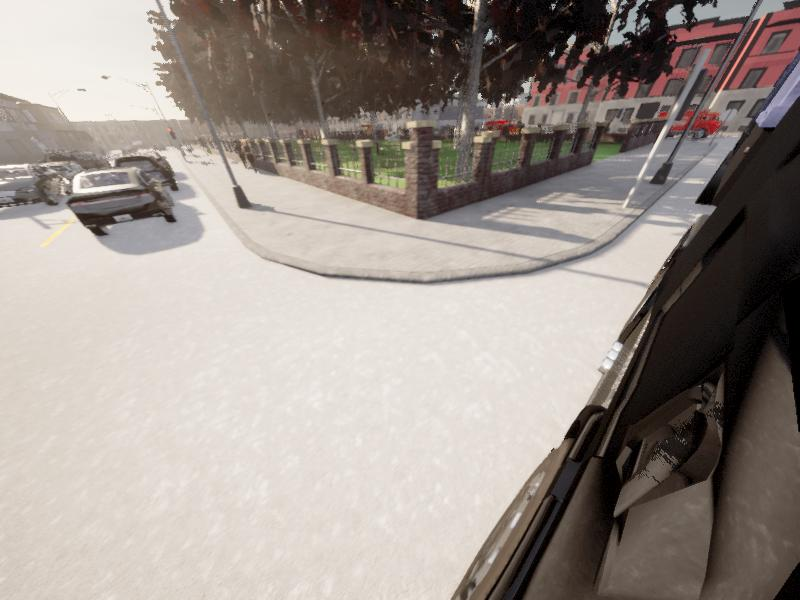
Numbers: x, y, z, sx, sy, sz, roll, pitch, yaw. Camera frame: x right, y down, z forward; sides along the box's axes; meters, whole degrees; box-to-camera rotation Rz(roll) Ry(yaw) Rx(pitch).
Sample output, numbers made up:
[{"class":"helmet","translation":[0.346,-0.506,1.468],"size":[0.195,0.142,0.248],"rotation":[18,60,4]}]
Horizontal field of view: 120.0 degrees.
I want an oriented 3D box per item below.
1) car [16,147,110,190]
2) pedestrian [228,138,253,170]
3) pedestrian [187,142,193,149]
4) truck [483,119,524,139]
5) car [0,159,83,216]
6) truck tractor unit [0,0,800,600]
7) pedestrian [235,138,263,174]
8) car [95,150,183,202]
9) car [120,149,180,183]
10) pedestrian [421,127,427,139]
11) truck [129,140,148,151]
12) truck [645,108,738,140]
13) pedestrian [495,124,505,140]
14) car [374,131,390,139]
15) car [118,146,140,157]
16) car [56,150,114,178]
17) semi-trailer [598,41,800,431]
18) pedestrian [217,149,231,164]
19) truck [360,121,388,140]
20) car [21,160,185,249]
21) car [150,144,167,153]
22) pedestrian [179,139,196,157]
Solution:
[{"class":"car","translation":[-21.358,-8.667,14.979],"size":[1.932,1.855,4.605],"rotation":[-26,43,-28]},{"class":"pedestrian","translation":[-11.284,-10.322,16.370],"size":[0.751,1.860,0.751],"rotation":[-28,44,-30]},{"class":"pedestrian","translation":[-45.648,-33.527,50.140],"size":[0.500,1.100,0.500],"rotation":[-28,44,-30]},{"class":"truck","translation":[17.051,-28.278,38.316],"size":[2.627,2.467,5.204],"rotation":[-28,44,-30]},{"class":"car","translation":[-16.799,-5.120,10.265],"size":[2.128,1.511,4.902],"rotation":[-28,44,-30]},{"class":"truck tractor unit","translation":[2.645,-0.295,0.351],"size":[6.516,4.208,3.053],"rotation":[-28,44,-30]},{"class":"pedestrian","translation":[-9.521,-9.107,14.636],"size":[0.751,1.860,0.751],"rotation":[-28,43,-29]},{"class":"car","translation":[-13.034,-6.488,11.762],"size":[2.033,1.649,4.856],"rotation":[-29,44,-31]},{"class":"car","translation":[-17.393,-9.481,16.130],"size":[2.128,1.511,4.902],"rotation":[-30,45,-32]},{"class":"pedestrian","translation":[4.567,-32.209,44.638],"size":[0.751,1.860,0.751],"rotation":[-28,44,-30]},{"class":"truck","translation":[-67.895,-40.133,60.088],"size":[2.390,2.098,6.274],"rotation":[-28,44,-30]},{"class":"truck","translation":[30.683,-18.650,24.610],"size":[2.627,2.467,5.204],"rotation":[-22,41,-25]},{"class":"pedestrian","translation":[14.891,-25.140,34.552],"size":[0.751,1.860,0.751],"rotation":[-28,44,-30]},{"class":"car","translation":[-5.056,-46.625,65.233],"size":[2.033,1.649,4.856],"rotation":[-28,44,-30]},{"class":"car","translation":[-48.412,-26.558,41.291],"size":[1.812,1.442,4.674],"rotation":[-28,44,-30]},{"class":"car","translation":[-26.121,-11.509,19.389],"size":[1.837,1.490,4.892],"rotation":[-28,44,-30]},{"class":"semi-trailer","translation":[8.687,-3.610,4.243],"size":[14.254,4.402,2.717],"rotation":[-28,44,-30]},{"class":"pedestrian","translation":[-15.871,-12.980,20.840],"size":[0.500,1.100,0.500],"rotation":[-31,45,-33]},{"class":"truck","translation":[-7.015,-45.072,61.478],"size":[2.891,3.827,8.468],"rotation":[-28,44,-30]},{"class":"car","translation":[-8.856,-3.403,7.479],"size":[2.128,1.511,4.902],"rotation":[-28,44,-30]},{"class":"car","translation":[-52.256,-32.890,50.036],"size":[1.970,1.475,3.806],"rotation":[-28,44,-30]},{"class":"pedestrian","translation":[-27.467,-19.687,29.886],"size":[0.751,1.860,0.751],"rotation":[-17,39,-19]}]
